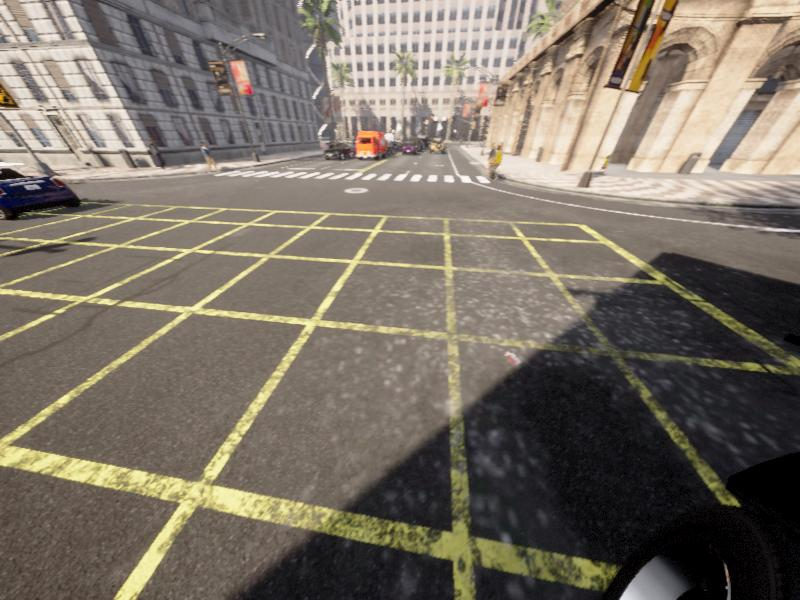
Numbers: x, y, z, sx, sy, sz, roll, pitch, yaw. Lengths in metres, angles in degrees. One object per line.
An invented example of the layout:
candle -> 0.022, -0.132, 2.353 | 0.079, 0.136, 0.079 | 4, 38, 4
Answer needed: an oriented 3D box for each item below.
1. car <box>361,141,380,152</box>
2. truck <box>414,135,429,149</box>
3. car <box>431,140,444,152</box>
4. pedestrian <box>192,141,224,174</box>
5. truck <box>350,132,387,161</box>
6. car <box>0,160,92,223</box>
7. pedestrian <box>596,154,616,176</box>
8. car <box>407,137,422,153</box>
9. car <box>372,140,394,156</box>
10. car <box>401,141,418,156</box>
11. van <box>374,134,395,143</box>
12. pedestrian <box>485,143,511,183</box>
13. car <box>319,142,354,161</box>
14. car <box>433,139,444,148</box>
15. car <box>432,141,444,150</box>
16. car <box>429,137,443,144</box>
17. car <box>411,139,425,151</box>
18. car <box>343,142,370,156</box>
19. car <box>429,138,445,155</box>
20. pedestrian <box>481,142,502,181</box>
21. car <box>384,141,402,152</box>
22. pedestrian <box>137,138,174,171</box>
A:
car -> -4.606, -24.737, 37.184 | 1.994, 1.385, 4.181 | 5, 36, 6
truck -> 4.445, -32.672, 47.657 | 2.390, 2.098, 6.274 | 5, 36, 7
car -> 6.203, -25.464, 38.092 | 1.845, 1.501, 3.633 | 5, 36, 7
pedestrian -> -12.974, -9.686, 15.692 | 0.751, 1.860, 0.751 | 4, 36, 6
truck -> -3.195, -16.763, 25.114 | 2.627, 2.467, 5.204 | 5, 36, 6
car -> -13.659, -3.713, 7.725 | 3.806, 1.475, 1.970 | 5, 36, 7
pedestrian -> 12.564, -8.232, 14.129 | 0.500, 1.100, 0.500 | 25, 43, 31
car -> 2.233, -23.954, 35.663 | 1.905, 1.878, 3.866 | 5, 36, 7
car -> -2.189, -20.502, 31.047 | 1.930, 1.638, 5.238 | 5, 36, 7
car -> 1.346, -20.362, 31.005 | 1.816, 1.474, 4.193 | 5, 36, 7
van -> -4.839, -51.393, 73.465 | 6.366, 2.431, 2.351 | 5, 36, 7
pedestrian -> 5.387, -7.606, 12.843 | 0.751, 1.860, 0.751 | 1, 36, 1
car -> -6.751, -16.259, 25.239 | 1.837, 1.490, 4.892 | 5, 36, 7
car -> 8.164, -33.045, 48.794 | 2.033, 1.411, 5.357 | 5, 36, 7
car -> 7.099, -28.824, 42.985 | 1.895, 1.301, 4.718 | 5, 36, 7
car -> 10.267, -45.600, 66.170 | 3.705, 1.549, 1.789 | -22, 41, -28
car -> 3.214, -27.778, 41.216 | 1.930, 1.638, 5.238 | 5, 36, 7
car -> -5.719, -20.452, 31.179 | 2.033, 1.411, 5.357 | 5, 36, 7
car -> 5.310, -22.170, 33.193 | 1.932, 1.855, 4.605 | 5, 36, 7
pedestrian -> 5.352, -8.146, 13.597 | 0.751, 1.860, 0.751 | 9, 37, 12
car -> -1.062, -24.682, 37.118 | 1.994, 1.385, 4.181 | 6, 36, 8
pedestrian -> -16.696, -9.972, 15.819 | 0.751, 1.860, 0.751 | 1, 36, 1
